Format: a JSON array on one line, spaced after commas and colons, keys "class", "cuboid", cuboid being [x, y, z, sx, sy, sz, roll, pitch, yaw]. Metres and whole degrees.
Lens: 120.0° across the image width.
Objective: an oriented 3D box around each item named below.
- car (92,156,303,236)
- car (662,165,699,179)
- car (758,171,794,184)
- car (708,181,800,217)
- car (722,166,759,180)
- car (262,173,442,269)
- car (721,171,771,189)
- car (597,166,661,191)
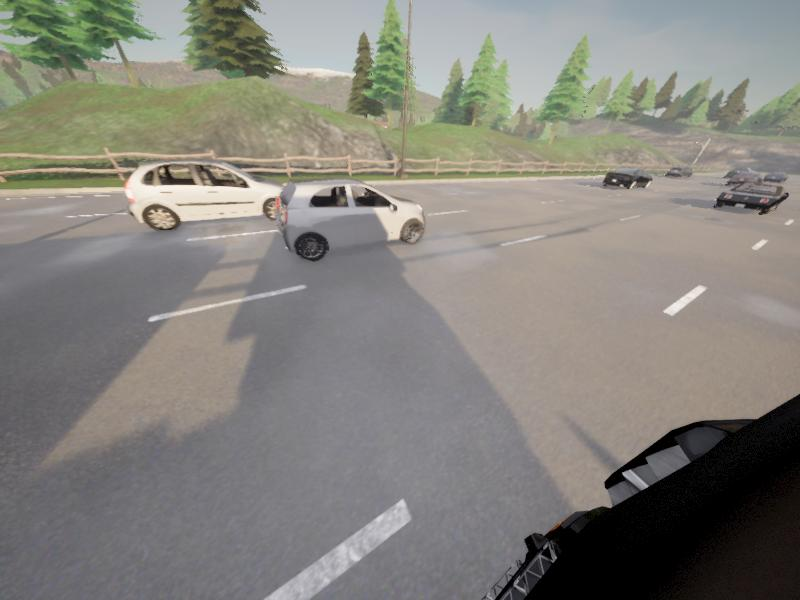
[{"class": "car", "cuboid": [-5.325, -3.237, 6.886, 3.988, 1.617, 1.851, -16, 38, -26]}, {"class": "car", "cuboid": [40.267, -18.396, 33.163, 4.514, 1.525, 2.007, -16, 38, -26]}, {"class": "car", "cuboid": [55.992, -18.310, 34.395, 4.181, 1.385, 1.994, -16, 38, -26]}, {"class": "car", "cuboid": [19.604, -5.693, 12.792, 4.718, 1.301, 1.895, -16, 38, -26]}, {"class": "car", "cuboid": [53.943, -20.139, 36.604, 4.553, 1.767, 2.097, -16, 38, -26]}, {"class": "car", "cuboid": [-1.076, -2.164, 5.691, 3.633, 1.501, 1.845, -16, 38, -26]}, {"class": "car", "cuboid": [37.997, -13.199, 25.349, 5.357, 1.411, 2.033, -16, 38, -26]}, {"class": "car", "cuboid": [18.952, -10.102, 19.102, 5.008, 1.535, 1.882, -16, 38, -26]}]
